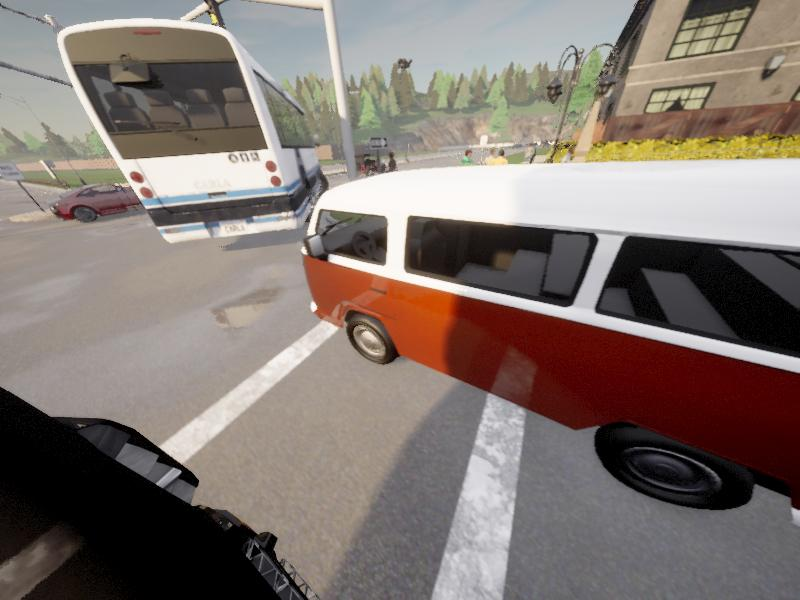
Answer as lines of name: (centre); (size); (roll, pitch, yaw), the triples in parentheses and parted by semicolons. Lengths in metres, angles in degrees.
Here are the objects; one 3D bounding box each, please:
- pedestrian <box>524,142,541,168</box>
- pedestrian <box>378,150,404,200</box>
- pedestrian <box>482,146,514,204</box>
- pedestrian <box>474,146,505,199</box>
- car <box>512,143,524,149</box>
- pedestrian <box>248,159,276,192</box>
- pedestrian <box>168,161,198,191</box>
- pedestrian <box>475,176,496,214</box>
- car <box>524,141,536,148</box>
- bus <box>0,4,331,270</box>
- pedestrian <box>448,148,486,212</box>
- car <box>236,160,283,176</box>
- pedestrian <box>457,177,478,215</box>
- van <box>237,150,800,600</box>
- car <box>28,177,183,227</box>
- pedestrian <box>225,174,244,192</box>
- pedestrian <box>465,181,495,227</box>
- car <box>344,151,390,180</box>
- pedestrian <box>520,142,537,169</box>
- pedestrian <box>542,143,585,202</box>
pedestrian: (11.217, -12.248, 19.555); (0.751, 1.860, 0.751); (16, 38, 26)
pedestrian: (-0.382, -5.533, 10.279); (0.751, 1.860, 0.751); (16, 38, 26)
pedestrian: (3.746, -4.775, 8.869); (0.751, 1.860, 0.751); (12, 36, 21)
pedestrian: (3.708, -5.298, 9.659); (0.751, 1.860, 0.751); (19, 39, 29)
car: (41.296, -54.071, 80.937); (4.193, 1.474, 1.816); (-29, 41, -33)
pedestrian: (-9.225, -8.331, 15.521); (0.751, 1.860, 0.751); (14, 37, 24)
pedestrian: (-16.232, -9.266, 17.296); (0.751, 1.860, 0.751); (15, 38, 25)
pedestrian: (2.841, -3.495, 7.697); (0.500, 1.100, 0.500); (9, 35, 17)
car: (44.686, -53.463, 79.400); (4.605, 1.855, 1.932); (-29, 41, -33)
bus: (-5.373, -5.587, 8.971); (3.944, 4.253, 10.273); (-10, 34, -8)
pedestrian: (2.282, -4.173, 8.075); (0.751, 1.860, 0.751); (-17, 36, -20)
car: (-18.041, -17.134, 29.907); (1.812, 1.442, 4.674); (16, 38, 26)
pedestrian: (2.208, -3.442, 7.666); (0.500, 1.100, 0.500); (2, 34, 7)
van: (1.056, -0.179, 2.302); (4.480, 2.038, 2.069); (17, 38, 27)
car: (-13.812, -4.923, 11.228); (1.994, 1.385, 4.181); (15, 37, 25)
pedestrian: (-11.634, -8.228, 16.242); (0.500, 1.100, 0.500); (6, 34, 13)
pedestrian: (2.253, -2.726, 6.584); (0.500, 1.100, 0.500); (-7, 34, -6)
car: (-2.821, -12.033, 20.619); (1.905, 1.878, 3.866); (16, 38, 26)
pedestrian: (10.571, -11.883, 19.055); (0.751, 1.860, 0.751); (16, 38, 26)
pedestrian: (6.027, -4.728, 8.619); (0.751, 1.860, 0.751); (13, 37, 23)
